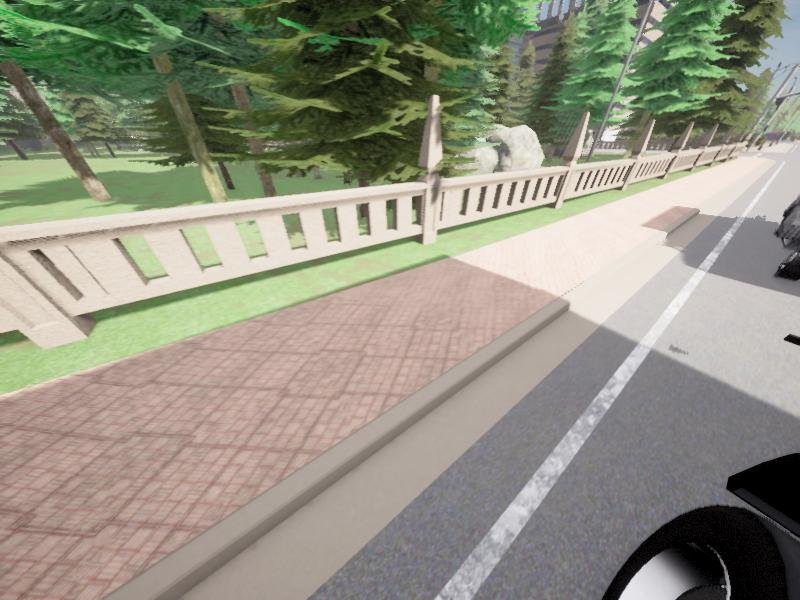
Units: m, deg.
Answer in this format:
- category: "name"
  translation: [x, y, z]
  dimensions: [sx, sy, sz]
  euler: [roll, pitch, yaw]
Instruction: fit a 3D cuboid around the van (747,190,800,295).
- category: "van"
  translation: [9.826, -1.855, 4.358]
  dimensions: [6.366, 2.431, 2.351]
  euler: [-22, 41, -28]
